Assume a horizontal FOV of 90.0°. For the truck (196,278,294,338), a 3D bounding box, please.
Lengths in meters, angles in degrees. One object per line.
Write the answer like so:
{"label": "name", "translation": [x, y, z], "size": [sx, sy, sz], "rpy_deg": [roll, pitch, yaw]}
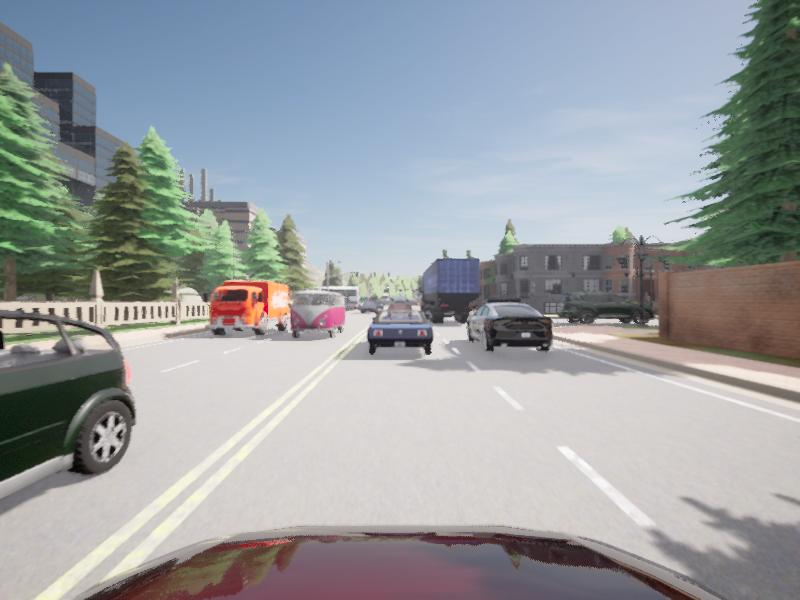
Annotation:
{"label": "truck", "translation": [-7.005, 0.354, 18.941], "size": [2.627, 2.467, 5.204], "rpy_deg": [0, -1, 0]}

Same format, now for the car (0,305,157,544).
{"label": "car", "translation": [-3.502, 0.816, 2.441], "size": [1.789, 1.549, 3.705], "rpy_deg": [0, 0, 0]}

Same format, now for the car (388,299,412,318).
{"label": "car", "translation": [-0.010, 0.760, 37.576], "size": [2.152, 1.651, 5.027], "rpy_deg": [0, 0, 0]}

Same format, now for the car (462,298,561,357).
{"label": "car", "translation": [3.499, 0.763, 13.709], "size": [1.930, 1.638, 5.238], "rpy_deg": [0, 0, 0]}

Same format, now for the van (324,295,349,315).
{"label": "van", "translation": [-7.017, 0.550, 44.794], "size": [2.069, 2.038, 4.480], "rpy_deg": [0, 0, 0]}

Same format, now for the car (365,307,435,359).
{"label": "car", "translation": [0.003, 0.937, 13.202], "size": [1.895, 1.301, 4.718], "rpy_deg": [0, 0, 0]}

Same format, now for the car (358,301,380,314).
{"label": "car", "translation": [-3.521, 0.870, 46.295], "size": [2.033, 1.411, 5.357], "rpy_deg": [0, 0, 0]}

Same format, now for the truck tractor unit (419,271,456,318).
{"label": "truck tractor unit", "translation": [3.498, -0.537, 38.982], "size": [3.053, 4.208, 6.516], "rpy_deg": [0, 0, 0]}

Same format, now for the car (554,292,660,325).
{"label": "car", "translation": [13.025, 0.517, 25.484], "size": [5.566, 2.045, 2.150], "rpy_deg": [0, 0, 2]}

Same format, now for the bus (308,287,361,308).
{"label": "bus", "translation": [-13.343, -0.580, 82.329], "size": [10.273, 4.253, 3.944], "rpy_deg": [0, 0, 0]}

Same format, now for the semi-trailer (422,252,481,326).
{"label": "semi-trailer", "translation": [3.505, -0.634, 31.069], "size": [2.717, 4.402, 14.254], "rpy_deg": [0, 0, 0]}

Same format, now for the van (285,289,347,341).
{"label": "van", "translation": [-3.504, 0.590, 17.450], "size": [1.775, 1.987, 4.442], "rpy_deg": [0, 0, 0]}
